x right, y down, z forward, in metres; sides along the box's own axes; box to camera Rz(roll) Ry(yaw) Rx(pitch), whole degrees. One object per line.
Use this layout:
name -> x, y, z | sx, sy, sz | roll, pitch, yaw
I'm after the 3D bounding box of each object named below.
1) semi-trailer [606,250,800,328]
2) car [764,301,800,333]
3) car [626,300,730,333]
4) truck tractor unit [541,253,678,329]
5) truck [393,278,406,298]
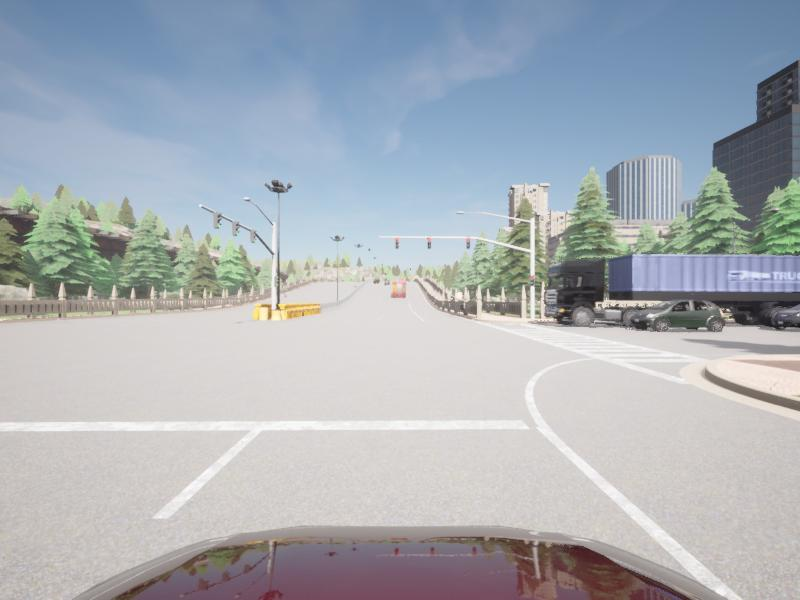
semi-trailer -> 20.118, -0.620, 23.827 | 14.254, 4.402, 2.717 | 0, 0, 0
car -> 21.143, 0.827, 20.329 | 3.633, 1.501, 1.845 | 0, 0, 0
car -> 13.988, 0.788, 20.290 | 3.988, 1.617, 1.851 | 0, 0, -1
truck tractor unit -> 12.201, -0.518, 23.811 | 6.516, 4.208, 3.053 | 0, 0, 0
truck -> -0.142, -2.869, 89.879 | 2.891, 3.827, 8.468 | 0, 7, 0
